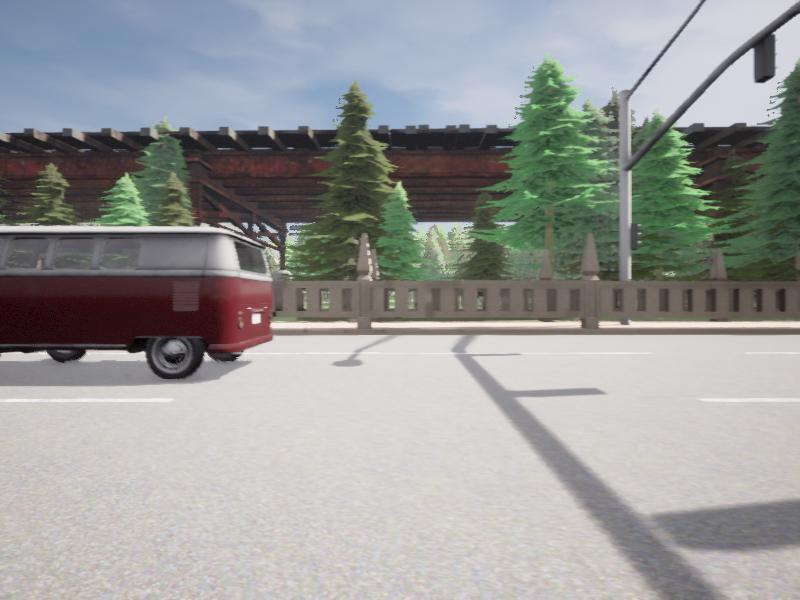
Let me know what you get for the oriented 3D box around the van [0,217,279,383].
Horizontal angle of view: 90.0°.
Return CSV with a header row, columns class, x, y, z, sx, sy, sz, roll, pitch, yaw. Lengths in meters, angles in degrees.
class,x,y,z,sx,sy,sz,roll,pitch,yaw
van,-4.209,0.000,5.700,4.442,1.987,1.775,0,0,0
